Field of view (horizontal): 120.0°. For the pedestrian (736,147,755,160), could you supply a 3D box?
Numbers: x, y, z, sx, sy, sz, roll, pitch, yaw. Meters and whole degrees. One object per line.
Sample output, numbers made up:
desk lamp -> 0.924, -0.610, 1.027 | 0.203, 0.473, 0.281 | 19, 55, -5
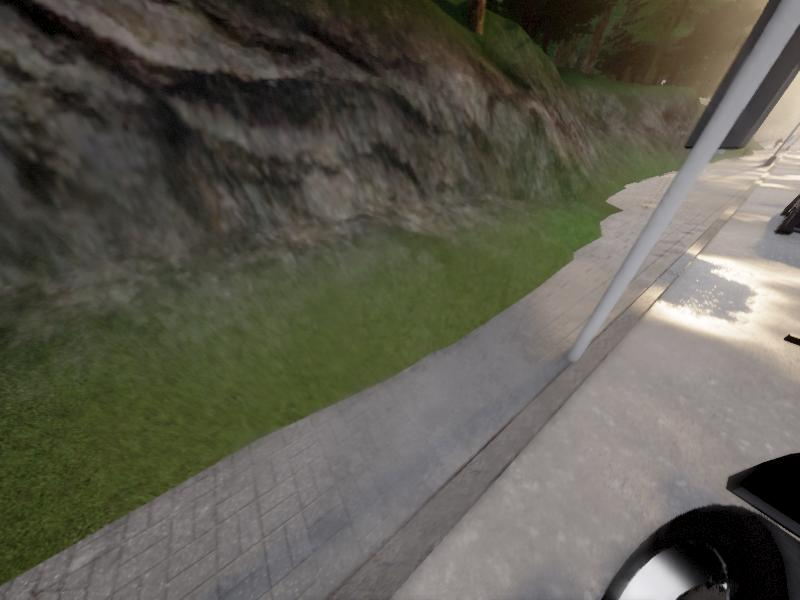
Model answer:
pedestrian -> 36.404, -15.451, 24.350 | 0.500, 1.100, 0.500 | -11, 37, -15

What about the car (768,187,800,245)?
car -> 12.286, -2.542, 5.965 | 4.611, 1.667, 2.242 | -22, 41, -28
